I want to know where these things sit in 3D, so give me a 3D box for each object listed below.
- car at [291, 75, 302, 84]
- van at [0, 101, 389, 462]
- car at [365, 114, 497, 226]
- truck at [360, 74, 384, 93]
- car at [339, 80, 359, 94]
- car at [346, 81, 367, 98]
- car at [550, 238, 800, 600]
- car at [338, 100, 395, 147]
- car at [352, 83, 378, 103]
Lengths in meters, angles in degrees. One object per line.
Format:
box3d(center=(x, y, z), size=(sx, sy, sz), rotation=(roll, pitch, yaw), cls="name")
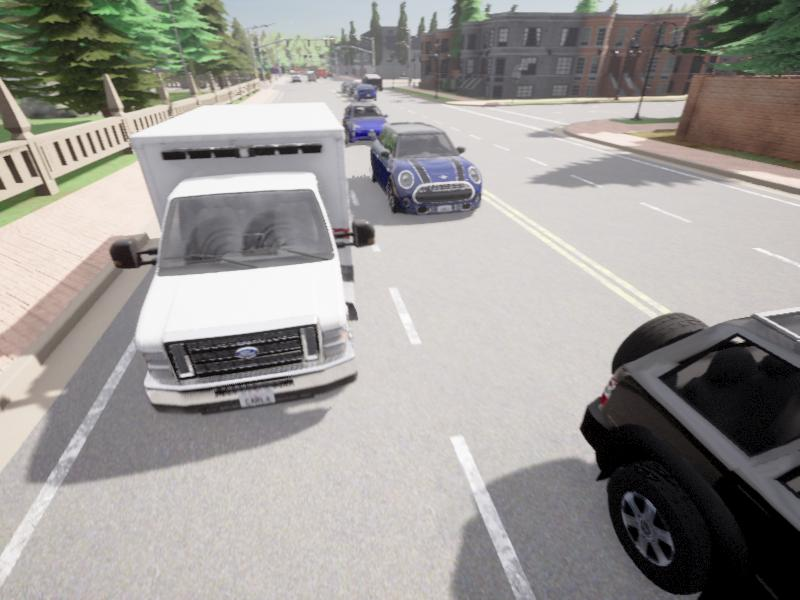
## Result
box3d(center=(-22.557, -47.993, 87.061), size=(2.033, 1.411, 5.357), rotation=(-7, 31, -10), cls="car")
box3d(center=(-1.953, -1.298, 5.864), size=(2.351, 2.431, 6.366), rotation=(-7, 31, -10), cls="van")
box3d(center=(0.504, -3.639, 10.449), size=(2.097, 1.767, 4.553), rotation=(-7, 31, -10), cls="car")
box3d(center=(-3.976, -30.464, 56.082), size=(2.390, 2.098, 6.274), rotation=(-7, 31, -10), cls="truck")
box3d(center=(-6.845, -28.513, 53.489), size=(2.033, 1.411, 5.357), rotation=(-7, 31, -10), cls="car")
box3d(center=(-5.097, -24.544, 46.584), size=(1.837, 1.490, 4.892), rotation=(-7, 31, -10), cls="car")
box3d(center=(2.800, 1.571, 1.412), size=(1.932, 1.855, 4.605), rotation=(-7, 32, -10), cls="car")
box3d(center=(-1.718, -8.611, 19.255), size=(2.007, 1.525, 4.514), rotation=(-7, 31, -10), cls="car")
box3d(center=(-3.567, -21.068, 40.571), size=(1.882, 1.535, 5.008), rotation=(-7, 31, -10), cls="car")
